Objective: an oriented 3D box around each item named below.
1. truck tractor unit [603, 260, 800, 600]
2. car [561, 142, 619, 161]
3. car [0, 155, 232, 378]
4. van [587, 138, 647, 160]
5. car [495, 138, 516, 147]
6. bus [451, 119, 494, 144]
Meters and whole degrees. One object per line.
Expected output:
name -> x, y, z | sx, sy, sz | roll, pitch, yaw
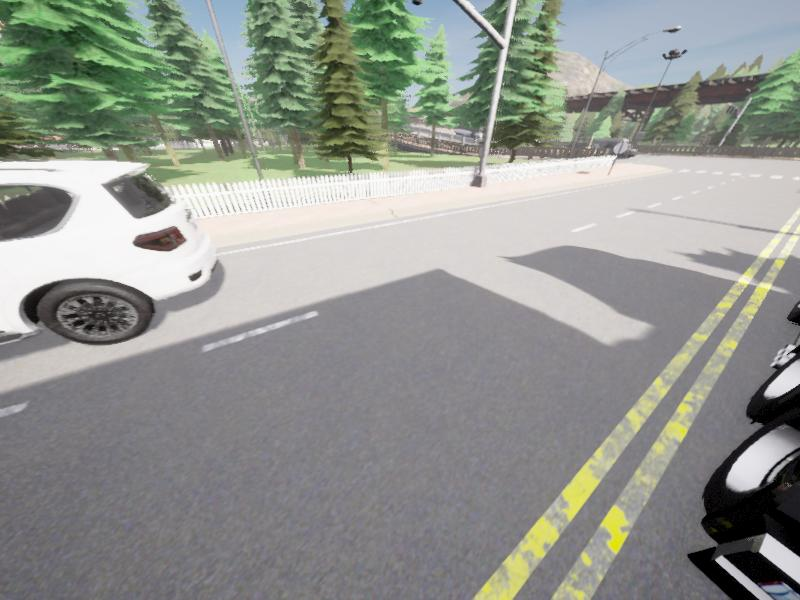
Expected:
truck tractor unit -> 5.100, -0.313, 0.793 | 6.516, 4.208, 3.053 | -19, 39, -24
car -> 26.568, -21.026, 32.629 | 2.150, 2.045, 5.566 | -21, 40, -27
car -> -5.593, -0.319, 2.626 | 5.566, 2.045, 2.150 | -19, 39, -26
van -> 32.781, -23.089, 35.208 | 1.988, 2.561, 5.915 | -20, 40, -27
car -> 26.598, -39.842, 58.345 | 1.816, 1.474, 4.193 | -20, 45, -27
bus -> 18.816, -44.865, 61.335 | 3.944, 4.253, 10.273 | -20, 47, -27
